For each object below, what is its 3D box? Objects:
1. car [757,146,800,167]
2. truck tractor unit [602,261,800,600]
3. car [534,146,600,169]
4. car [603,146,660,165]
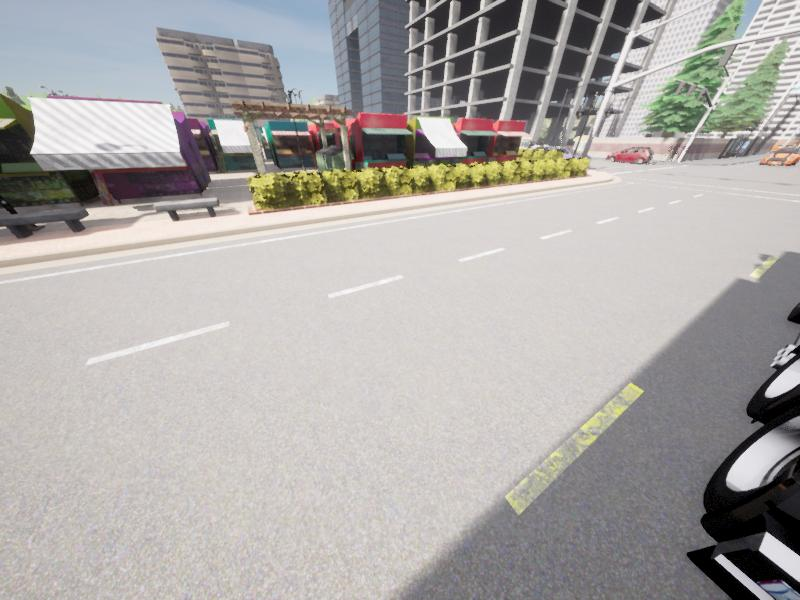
[{"bbox_3d":[42.302,-15.820,25.452,4.553,1.767,2.097,-18,39,-24],"label":"car"},{"bbox_3d":[5.104,-0.307,0.789,6.516,4.208,3.053,-18,39,-24],"label":"truck tractor unit"},{"bbox_3d":[16.781,-14.591,23.546,2.033,1.649,4.856,-18,39,-24],"label":"car"},{"bbox_3d":[26.675,-16.783,26.788,1.851,1.617,3.988,-20,40,-26],"label":"car"}]
